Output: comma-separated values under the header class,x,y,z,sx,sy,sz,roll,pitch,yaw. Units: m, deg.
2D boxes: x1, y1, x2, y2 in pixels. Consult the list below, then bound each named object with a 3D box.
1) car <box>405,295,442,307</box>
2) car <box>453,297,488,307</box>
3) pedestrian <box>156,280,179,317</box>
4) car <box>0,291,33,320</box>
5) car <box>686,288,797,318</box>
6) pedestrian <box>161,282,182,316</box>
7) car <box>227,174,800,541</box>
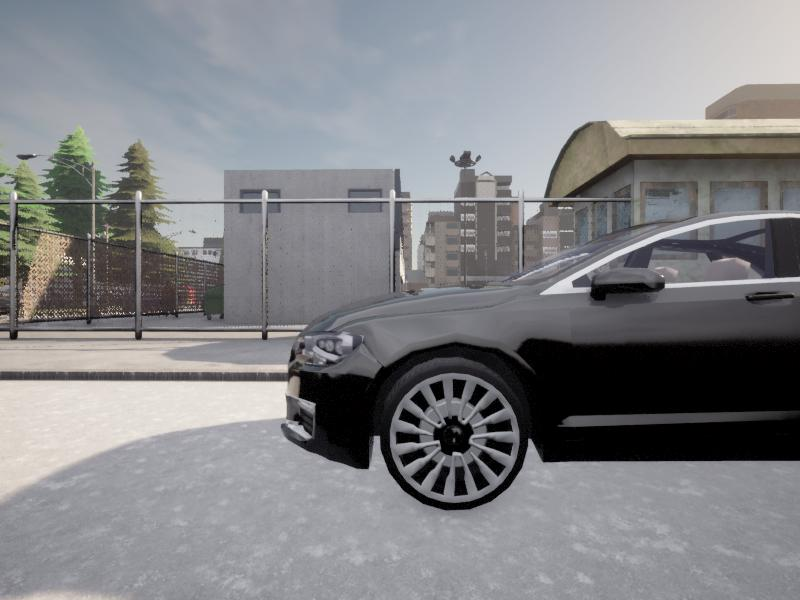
class,x,y,z,sx,sy,sz,roll,pitch,yaw
car,3.273,0.171,56.275,5.238,1.638,1.930,0,0,2
car,9.808,0.270,56.091,4.674,1.442,1.812,0,0,1
pedestrian,-12.026,-0.075,20.723,0.751,1.860,0.751,0,0,2
car,-21.245,0.254,20.013,1.816,1.474,4.193,0,0,1
car,17.629,0.159,20.794,4.193,1.474,1.816,0,0,1
pedestrian,-12.684,-0.067,22.226,0.751,1.860,0.751,0,0,-1
car,1.742,0.236,2.706,4.902,1.511,2.128,0,0,1
